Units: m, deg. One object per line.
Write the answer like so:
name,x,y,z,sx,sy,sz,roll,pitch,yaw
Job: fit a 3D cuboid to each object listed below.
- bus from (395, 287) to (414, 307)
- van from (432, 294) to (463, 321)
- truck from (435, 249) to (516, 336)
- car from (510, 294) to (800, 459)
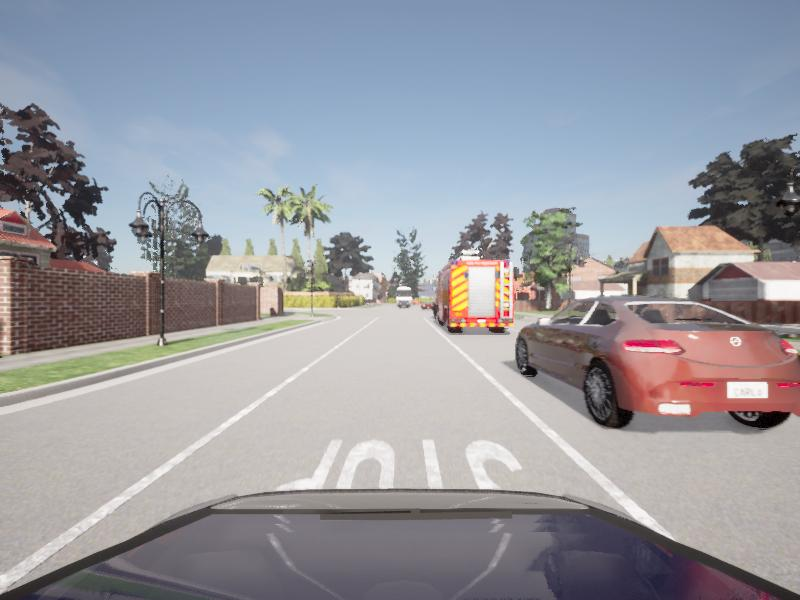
bus,1.024,-0.667,89.399,3.944,4.253,10.273,0,0,1
van,3.650,0.549,31.474,1.775,1.987,4.442,0,0,-2
truck,3.695,-0.358,21.836,2.891,3.827,8.468,0,0,1
car,3.539,0.763,6.538,2.152,1.651,5.027,0,0,1
